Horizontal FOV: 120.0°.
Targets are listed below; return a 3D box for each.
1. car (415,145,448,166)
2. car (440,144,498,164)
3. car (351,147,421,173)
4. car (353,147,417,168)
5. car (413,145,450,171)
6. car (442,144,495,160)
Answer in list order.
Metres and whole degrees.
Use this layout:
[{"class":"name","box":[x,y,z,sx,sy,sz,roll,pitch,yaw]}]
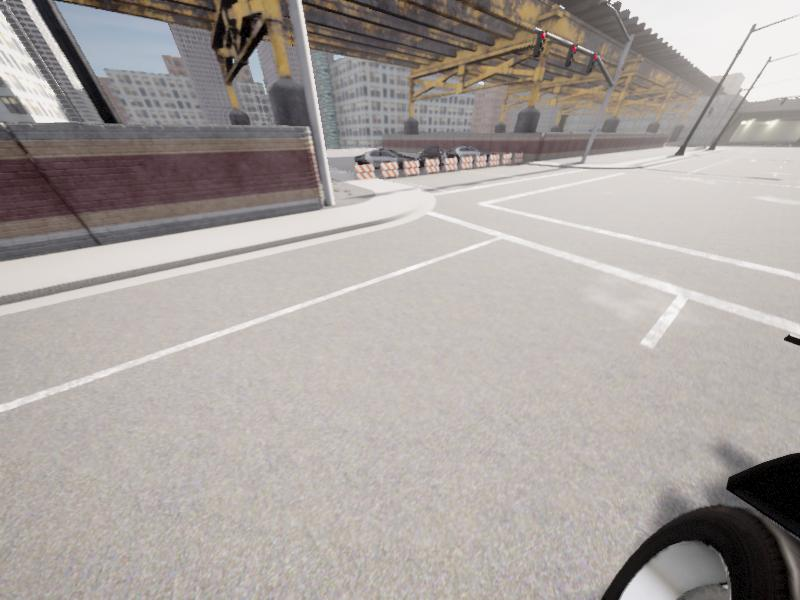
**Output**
[{"class":"car","box":[2.805,-12.516,19.902,1.853,1.218,4.536,11,37,15]},{"class":"car","box":[6.732,-14.533,22.978,4.974,1.542,2.038,-4,35,-5]},{"class":"car","box":[-0.978,-10.805,17.802,4.974,1.542,2.038,5,36,7]},{"class":"car","box":[-1.031,-10.937,17.717,4.536,1.218,1.853,5,36,7]},{"class":"car","box":[2.789,-12.358,19.953,2.038,1.542,4.974,11,37,15]},{"class":"car","box":[6.679,-14.658,22.883,4.536,1.218,1.853,-4,35,-5]}]
